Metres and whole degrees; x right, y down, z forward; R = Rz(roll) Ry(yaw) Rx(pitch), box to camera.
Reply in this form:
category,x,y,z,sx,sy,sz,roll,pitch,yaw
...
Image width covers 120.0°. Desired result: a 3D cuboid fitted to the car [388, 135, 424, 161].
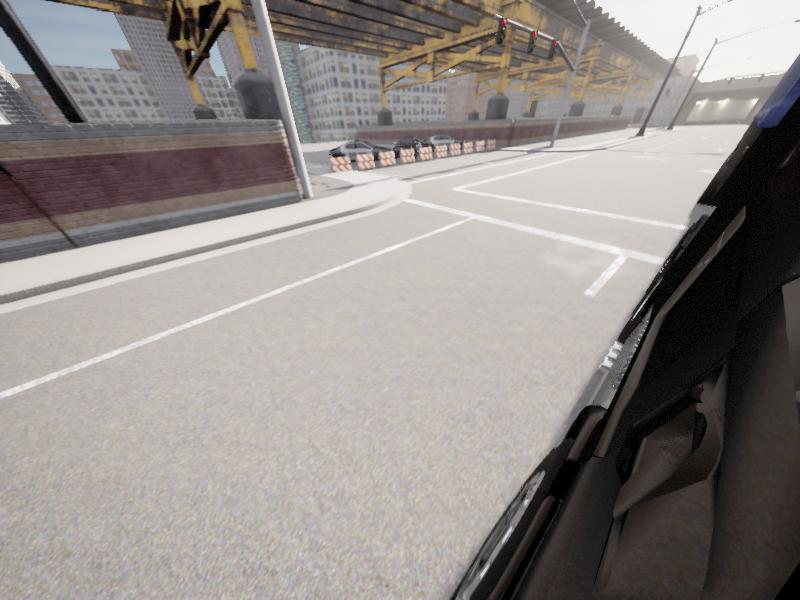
category,x,y,z,sx,sy,sz,roll,pitch,yaw
car,0.657,-13.332,20.136,2.038,1.542,4.974,7,38,12

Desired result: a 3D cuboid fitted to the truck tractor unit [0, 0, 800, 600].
category,x,y,z,sx,sy,sz,roll,pitch,yaw
truck tractor unit,2.645,-0.295,0.351,6.516,4.208,3.053,-28,44,-30

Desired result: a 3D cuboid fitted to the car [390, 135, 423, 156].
category,x,y,z,sx,sy,sz,roll,pitch,yaw
car,0.664,-13.489,20.082,1.853,1.218,4.536,7,38,12

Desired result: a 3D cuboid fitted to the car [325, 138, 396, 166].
category,x,y,z,sx,sy,sz,roll,pitch,yaw
car,-2.867,-11.452,17.838,4.974,1.542,2.038,0,37,4

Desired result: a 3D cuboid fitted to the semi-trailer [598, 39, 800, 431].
category,x,y,z,sx,sy,sz,roll,pitch,yaw
semi-trailer,8.703,-3.594,4.234,14.254,4.402,2.717,-28,44,-30

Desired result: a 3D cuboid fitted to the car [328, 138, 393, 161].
category,x,y,z,sx,sy,sz,roll,pitch,yaw
car,-2.924,-11.578,17.747,4.536,1.218,1.853,0,37,4

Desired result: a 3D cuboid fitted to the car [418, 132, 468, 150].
category,x,y,z,sx,sy,sz,roll,pitch,yaw
car,4.207,-15.981,23.199,4.536,1.218,1.853,-9,37,-8

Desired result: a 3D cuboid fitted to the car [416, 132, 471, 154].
category,x,y,z,sx,sy,sz,roll,pitch,yaw
car,4.264,-15.863,23.301,4.974,1.542,2.038,-9,37,-8
